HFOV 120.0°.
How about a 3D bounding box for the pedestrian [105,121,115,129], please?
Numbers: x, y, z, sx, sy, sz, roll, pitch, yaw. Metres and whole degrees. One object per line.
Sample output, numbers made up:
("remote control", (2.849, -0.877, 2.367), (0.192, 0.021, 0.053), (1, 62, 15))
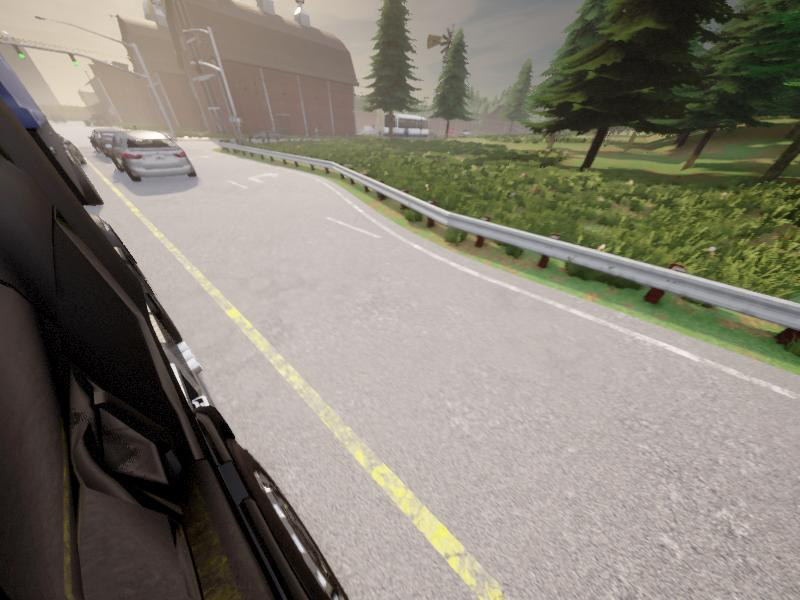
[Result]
("pedestrian", (-48.222, -29.095, 38.411), (0.500, 1.100, 0.500), (31, 45, 32))

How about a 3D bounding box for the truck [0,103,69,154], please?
("truck", (-24.958, -11.310, 15.202), (5.204, 2.467, 2.627), (27, 43, 30))

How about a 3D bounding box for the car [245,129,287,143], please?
("car", (-17.575, -21.610, 30.480), (1.994, 1.385, 4.181), (28, 44, 30))

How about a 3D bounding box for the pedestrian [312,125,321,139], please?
("pedestrian", (-13.982, -28.091, 38.725), (0.751, 1.860, 0.751), (30, 44, 31))

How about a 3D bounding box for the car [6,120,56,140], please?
("car", (-35.440, -16.353, 22.187), (4.181, 1.385, 1.994), (26, 43, 28))

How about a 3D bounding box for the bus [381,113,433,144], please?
("bus", (1.413, -32.283, 43.670), (3.944, 4.253, 10.273), (28, 44, 30))

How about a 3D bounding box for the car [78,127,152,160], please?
("car", (-18.889, -10.422, 15.281), (5.357, 1.411, 2.033), (27, 43, 29))

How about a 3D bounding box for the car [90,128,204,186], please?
("car", (-11.310, -6.552, 10.344), (4.611, 1.667, 2.242), (28, 43, 29))

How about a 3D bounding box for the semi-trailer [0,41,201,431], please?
("semi-trailer", (-8.695, -3.601, 4.240), (14.254, 4.402, 2.717), (28, 43, 30))

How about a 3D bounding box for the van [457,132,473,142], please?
("van", (18.340, -45.808, 64.835), (2.069, 2.038, 4.480), (28, 44, 30))

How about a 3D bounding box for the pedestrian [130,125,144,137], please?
("pedestrian", (-31.139, -20.022, 27.334), (0.500, 1.100, 0.500), (5, 37, 3))

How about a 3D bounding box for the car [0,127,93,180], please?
("car", (-16.097, -6.718, 10.385), (2.128, 1.511, 4.902), (-28, 46, -35))

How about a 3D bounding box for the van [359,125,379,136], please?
("van", (-10.089, -54.850, 74.792), (6.366, 2.431, 2.351), (28, 43, 29))

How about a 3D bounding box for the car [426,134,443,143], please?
("car", (7.519, -35.191, 50.266), (1.845, 1.501, 3.633), (28, 44, 30))

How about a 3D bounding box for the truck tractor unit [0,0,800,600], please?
("truck tractor unit", (-2.645, -0.295, 0.351), (6.516, 4.208, 3.053), (28, 44, 30))
